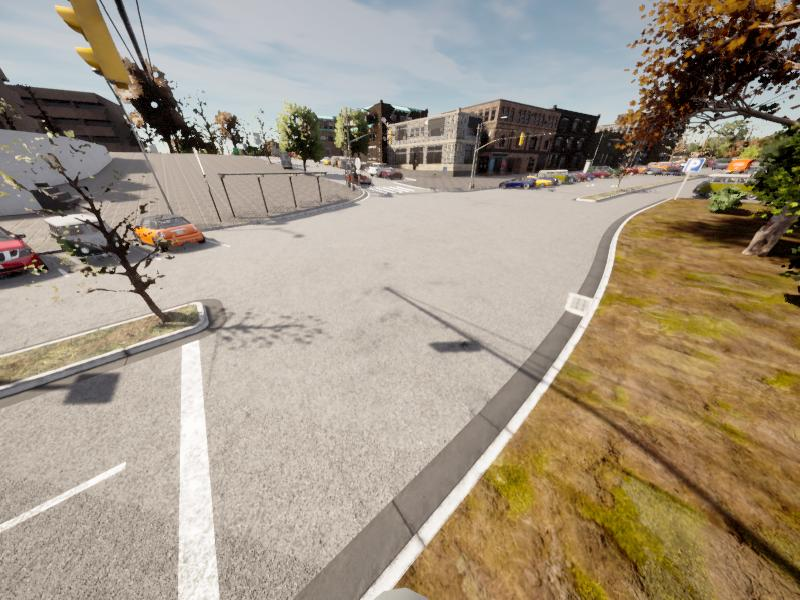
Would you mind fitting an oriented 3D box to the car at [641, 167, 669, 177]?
[{"bbox_3d":[50.494,-25.389,45.742,4.902,1.511,2.128,-18,35,-26],"label":"car"}]

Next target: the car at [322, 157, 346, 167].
[{"bbox_3d":[-14.577,-30.665,51.280,1.946,1.575,5.366,21,37,23],"label":"car"}]

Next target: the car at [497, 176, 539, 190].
[{"bbox_3d":[16.543,-16.502,32.563,4.792,1.488,2.163,18,36,31],"label":"car"}]

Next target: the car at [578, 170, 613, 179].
[{"bbox_3d":[36.781,-23.674,43.552,4.674,1.452,2.002,20,37,33],"label":"car"}]

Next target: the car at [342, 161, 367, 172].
[{"bbox_3d":[-8.914,-26.385,45.522,2.231,1.521,4.892,21,37,23],"label":"car"}]

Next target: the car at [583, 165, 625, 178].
[{"bbox_3d":[39.365,-24.796,44.732,5.566,2.045,2.435,20,37,33],"label":"car"}]

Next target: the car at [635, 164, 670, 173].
[{"bbox_3d":[60.044,-31.365,55.174,5.366,1.575,1.946,22,38,35],"label":"car"}]

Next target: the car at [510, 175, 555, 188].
[{"bbox_3d":[19.246,-17.332,33.735,5.366,1.575,1.946,18,36,31],"label":"car"}]

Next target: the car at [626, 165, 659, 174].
[{"bbox_3d":[54.944,-29.664,52.587,4.892,1.521,2.231,22,38,35],"label":"car"}]

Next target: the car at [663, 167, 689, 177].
[{"bbox_3d":[51.939,-24.089,43.453,4.193,1.474,1.816,-18,35,-26],"label":"car"}]

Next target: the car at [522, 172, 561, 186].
[{"bbox_3d":[21.562,-18.424,35.211,4.553,1.767,2.185,19,36,31],"label":"car"}]

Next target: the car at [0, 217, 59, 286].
[{"bbox_3d":[-18.453,-2.226,10.271,5.566,2.045,2.435,15,34,27],"label":"car"}]

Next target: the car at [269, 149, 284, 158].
[{"bbox_3d":[-33.138,-39.299,61.894,1.932,1.855,4.605,-23,40,-34],"label":"car"}]

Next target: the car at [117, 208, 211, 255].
[{"bbox_3d":[-13.789,-4.164,13.541,4.553,1.767,2.185,15,35,27],"label":"car"}]

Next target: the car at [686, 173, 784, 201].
[{"bbox_3d":[30.571,-10.506,21.390,4.442,1.987,1.878,20,38,31],"label":"car"}]

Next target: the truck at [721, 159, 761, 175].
[{"bbox_3d":[64.384,-25.130,43.630,5.204,2.467,2.627,-17,34,-24],"label":"truck"}]

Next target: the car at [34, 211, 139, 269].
[{"bbox_3d":[-16.054,-3.211,11.856,4.442,1.987,1.878,15,34,27],"label":"car"}]

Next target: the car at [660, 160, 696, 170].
[{"bbox_3d":[73.317,-35.569,61.045,5.566,2.045,2.435,22,38,36],"label":"car"}]

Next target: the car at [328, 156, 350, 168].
[{"bbox_3d":[-12.791,-29.317,49.059,1.878,1.987,4.442,21,37,23],"label":"car"}]

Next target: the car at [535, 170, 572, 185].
[{"bbox_3d":[24.186,-19.390,36.497,4.442,1.987,1.878,19,36,31],"label":"car"}]

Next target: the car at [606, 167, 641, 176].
[{"bbox_3d":[47.102,-27.159,48.787,5.008,1.535,2.097,21,38,34],"label":"car"}]

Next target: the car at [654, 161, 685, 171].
[{"bbox_3d":[68.170,-33.897,58.556,4.442,1.987,1.878,22,38,35],"label":"car"}]

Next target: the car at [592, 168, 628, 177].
[{"bbox_3d":[41.921,-25.455,46.197,5.008,1.535,2.097,20,37,33],"label":"car"}]

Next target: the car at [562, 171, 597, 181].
[{"bbox_3d":[31.680,-21.906,40.851,4.674,1.452,2.002,19,36,32],"label":"car"}]

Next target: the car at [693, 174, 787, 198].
[{"bbox_3d":[33.092,-11.306,22.797,4.553,1.767,2.185,20,37,31],"label":"car"}]

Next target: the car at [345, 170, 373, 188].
[{"bbox_3d":[-5.523,-16.307,30.910,1.851,1.617,3.988,-23,42,-34],"label":"car"}]

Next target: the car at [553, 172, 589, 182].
[{"bbox_3d":[29.144,-21.005,39.471,4.674,1.452,2.002,19,37,32],"label":"car"}]

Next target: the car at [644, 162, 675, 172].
[{"bbox_3d":[62.903,-32.281,56.119,4.442,1.987,1.878,22,38,35],"label":"car"}]

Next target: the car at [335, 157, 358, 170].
[{"bbox_3d":[-10.866,-27.919,47.185,1.878,1.987,4.442,21,37,23],"label":"car"}]

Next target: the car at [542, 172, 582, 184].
[{"bbox_3d":[26.611,-20.140,38.075,4.892,1.521,2.231,19,36,32],"label":"car"}]

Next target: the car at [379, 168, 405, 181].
[{"bbox_3d":[-1.231,-20.775,38.067,2.002,1.452,4.674,21,37,23],"label":"car"}]

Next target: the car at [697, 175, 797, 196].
[{"bbox_3d":[35.730,-12.037,24.127,5.366,1.575,1.946,21,37,31],"label":"car"}]

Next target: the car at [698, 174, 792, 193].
[{"bbox_3d":[37.900,-13.039,25.682,5.366,1.575,1.946,21,38,31],"label":"car"}]

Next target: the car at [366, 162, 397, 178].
[{"bbox_3d":[-3.124,-22.424,39.795,2.435,2.045,5.566,21,37,23],"label":"car"}]
